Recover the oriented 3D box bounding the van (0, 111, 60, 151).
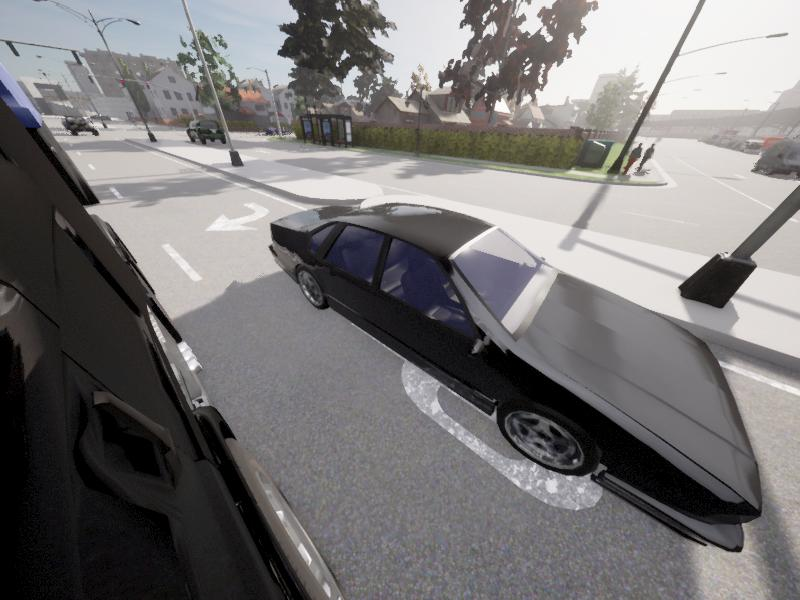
[{"bbox_3d":[-26.190,-11.770,16.011,4.480,2.038,2.069,28,43,29],"label":"van"}]

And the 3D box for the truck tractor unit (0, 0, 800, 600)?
[{"bbox_3d":[-2.645,-0.295,0.351,6.516,4.208,3.053,28,44,30],"label":"truck tractor unit"}]

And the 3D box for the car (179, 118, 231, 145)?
[{"bbox_3d":[-20.597,-17.779,24.387,5.566,2.045,2.150,28,43,29],"label":"car"}]

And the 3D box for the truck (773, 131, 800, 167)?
[{"bbox_3d":[51.404,-18.671,28.260,2.891,3.827,8.468,28,45,30],"label":"truck"}]

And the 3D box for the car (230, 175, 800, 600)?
[{"bbox_3d":[0.358,-0.296,2.898,5.357,1.411,2.033,28,43,29],"label":"car"}]

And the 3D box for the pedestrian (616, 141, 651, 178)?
[{"bbox_3d":[14.598,-8.821,14.500,0.751,1.860,0.751,28,44,30],"label":"pedestrian"}]

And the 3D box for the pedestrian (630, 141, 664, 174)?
[{"bbox_3d":[17.465,-10.102,16.392,0.751,1.860,0.751,-23,44,-30],"label":"pedestrian"}]

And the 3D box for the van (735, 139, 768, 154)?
[{"bbox_3d":[67.808,-29.759,44.665,2.069,2.038,4.480,28,45,30],"label":"van"}]

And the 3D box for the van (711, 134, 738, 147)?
[{"bbox_3d":[83.332,-41.061,59.505,2.351,2.431,6.366,28,45,30],"label":"van"}]

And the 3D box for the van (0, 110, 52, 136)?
[{"bbox_3d":[-39.112,-18.558,24.269,4.480,2.038,2.069,27,43,30],"label":"van"}]

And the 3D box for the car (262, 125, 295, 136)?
[{"bbox_3d":[-22.754,-31.745,43.380,2.163,1.488,4.792,28,44,30],"label":"car"}]

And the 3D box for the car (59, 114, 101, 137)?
[{"bbox_3d":[-35.392,-19.263,25.566,3.866,1.878,1.905,28,43,29],"label":"car"}]

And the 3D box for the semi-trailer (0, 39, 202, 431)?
[{"bbox_3d":[-8.726,-3.588,4.197,14.254,4.402,2.717,28,44,29],"label":"semi-trailer"}]

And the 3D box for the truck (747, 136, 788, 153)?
[{"bbox_3d":[75.424,-32.044,47.546,2.627,2.467,5.204,28,45,30],"label":"truck"}]

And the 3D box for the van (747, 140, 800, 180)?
[{"bbox_3d":[33.338,-12.093,19.766,1.988,2.561,5.915,28,44,30],"label":"van"}]
